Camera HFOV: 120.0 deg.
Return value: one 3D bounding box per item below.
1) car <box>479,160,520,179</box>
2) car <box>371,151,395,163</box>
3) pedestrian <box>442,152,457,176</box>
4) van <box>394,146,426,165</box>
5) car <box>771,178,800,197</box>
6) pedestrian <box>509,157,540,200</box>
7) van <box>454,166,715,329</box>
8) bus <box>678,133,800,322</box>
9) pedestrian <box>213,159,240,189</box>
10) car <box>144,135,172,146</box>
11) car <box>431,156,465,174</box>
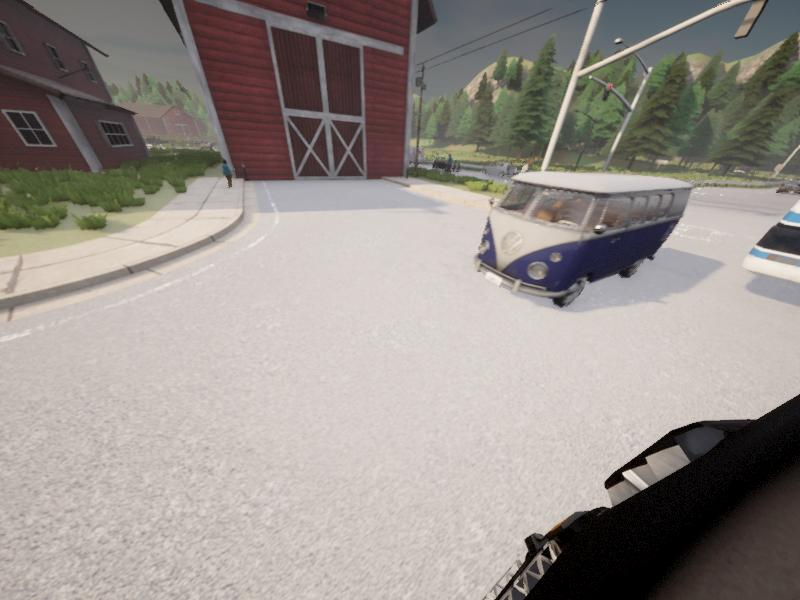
[{"bbox_3d":[10.855,-14.513,25.547,1.845,1.501,3.633,-15,38,-25],"label":"car"},{"bbox_3d":[-3.050,-24.910,40.139,2.128,1.511,4.902,-15,37,-25],"label":"car"},{"bbox_3d":[4.611,-12.675,21.617,0.751,1.860,0.751,-15,37,-25],"label":"pedestrian"},{"bbox_3d":[1.508,-24.581,39.190,2.351,2.431,6.366,-15,38,-25],"label":"van"},{"bbox_3d":[40.674,-11.528,23.597,5.357,1.411,2.033,-16,38,-26],"label":"car"},{"bbox_3d":[6.278,-6.177,11.767,0.751,1.860,0.751,11,34,12],"label":"pedestrian"},{"bbox_3d":[3.515,-1.367,4.537,4.442,1.987,1.775,-15,38,-26],"label":"van"},{"bbox_3d":[11.478,-2.408,4.739,10.273,4.253,3.944,-16,38,-27],"label":"bus"},{"bbox_3d":[-7.738,-5.633,10.346,0.500,1.100,0.500,-2,34,-8],"label":"pedestrian"},{"bbox_3d":[-58.085,-38.329,55.517,3.866,1.878,1.905,-15,38,-26],"label":"car"},{"bbox_3d":[5.559,-16.024,27.363,1.789,1.549,3.705,-15,38,-25],"label":"car"}]
